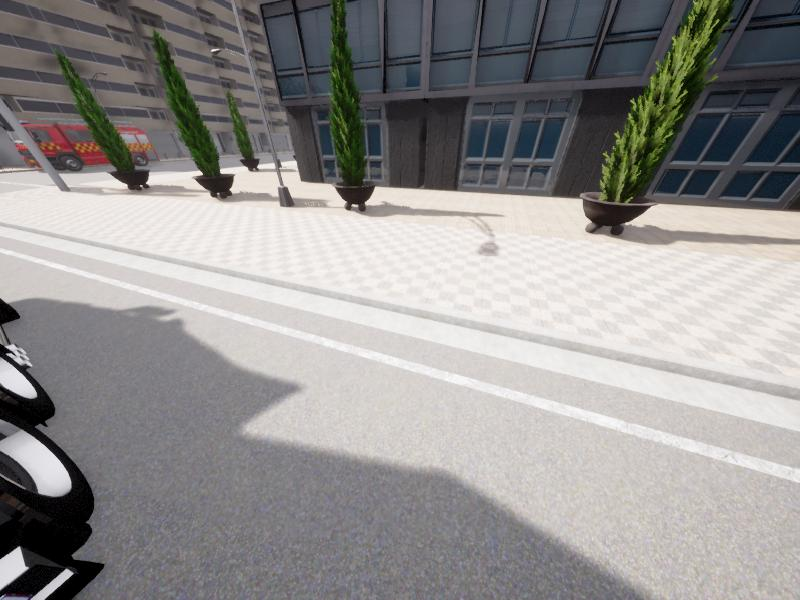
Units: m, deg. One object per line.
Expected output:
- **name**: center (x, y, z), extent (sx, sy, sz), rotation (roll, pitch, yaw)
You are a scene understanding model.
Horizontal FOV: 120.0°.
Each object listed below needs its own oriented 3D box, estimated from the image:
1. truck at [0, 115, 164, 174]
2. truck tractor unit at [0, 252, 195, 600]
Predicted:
- **truck**: center (-29.161, -14.673, 21.862), extent (2.891, 3.827, 8.468), rotation (11, 36, 16)
- **truck tractor unit**: center (-5.091, -0.320, 0.809), extent (6.516, 4.208, 3.053), rotation (19, 39, 25)
